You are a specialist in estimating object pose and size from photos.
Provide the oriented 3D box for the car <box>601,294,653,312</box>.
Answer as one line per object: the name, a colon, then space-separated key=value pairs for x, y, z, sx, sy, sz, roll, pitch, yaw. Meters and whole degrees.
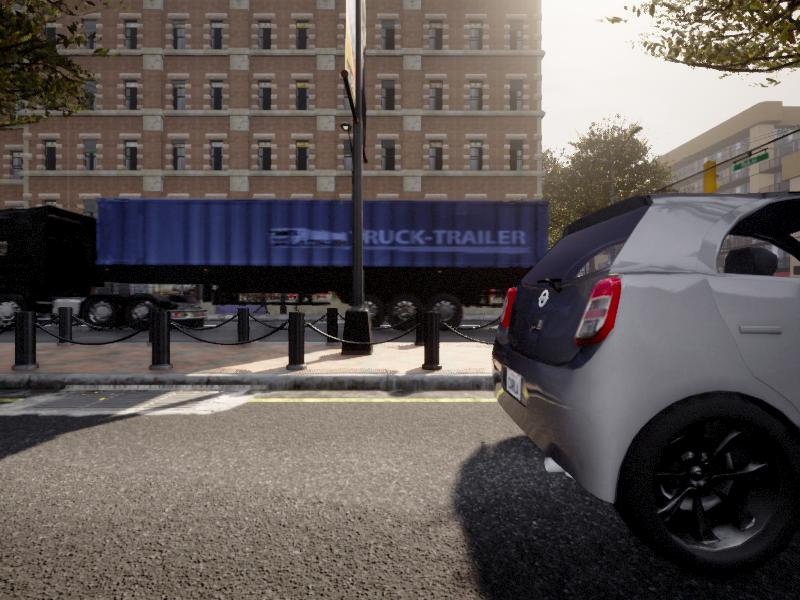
car: x=20.184 y=0.242 z=35.853 sx=1.837 sy=1.490 sz=4.892 roll=0 pitch=0 yaw=0

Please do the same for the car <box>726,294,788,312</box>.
car: x=30.690 y=0.249 z=34.548 sx=1.970 sy=1.475 sz=3.806 roll=0 pitch=0 yaw=0

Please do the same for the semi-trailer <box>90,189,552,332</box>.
semi-trailer: x=-2.427 y=-1.219 z=13.701 sx=14.254 sy=4.402 sz=2.717 roll=0 pitch=0 yaw=0

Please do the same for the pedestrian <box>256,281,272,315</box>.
pedestrian: x=-7.488 y=-0.114 z=22.019 sx=0.751 sy=1.860 sz=0.751 roll=0 pitch=0 yaw=-24

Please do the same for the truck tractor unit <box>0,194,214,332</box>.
truck tractor unit: x=-10.346 y=-1.121 z=13.718 sx=6.516 sy=4.208 sz=3.053 roll=0 pitch=-1 yaw=0

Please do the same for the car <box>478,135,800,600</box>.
car: x=2.425 y=0.226 z=2.192 sx=3.633 sy=1.501 sz=1.845 roll=0 pitch=0 yaw=0

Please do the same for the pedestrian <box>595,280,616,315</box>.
pedestrian: x=11.100 y=-0.116 z=21.610 sx=0.751 sy=1.860 sz=0.751 roll=0 pitch=0 yaw=0

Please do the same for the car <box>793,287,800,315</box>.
car: x=27.248 y=0.048 z=24.418 sx=1.932 sy=1.855 sz=4.605 roll=0 pitch=0 yaw=0

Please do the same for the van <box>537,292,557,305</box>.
van: x=30.422 y=-0.286 z=83.072 sx=1.988 sy=2.561 sz=5.915 roll=0 pitch=0 yaw=0

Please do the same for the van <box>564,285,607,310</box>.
van: x=20.136 y=-0.280 z=43.771 sx=1.988 sy=2.561 sz=5.915 roll=0 pitch=0 yaw=0

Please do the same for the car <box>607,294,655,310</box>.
car: x=23.652 y=0.198 z=41.198 sx=1.801 sy=1.575 sz=5.366 roll=0 pitch=0 yaw=0

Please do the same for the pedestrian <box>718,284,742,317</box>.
pedestrian: x=18.750 y=0.035 z=22.719 sx=0.751 sy=1.860 sz=0.751 roll=0 pitch=0 yaw=4

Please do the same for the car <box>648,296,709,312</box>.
car: x=23.693 y=0.341 z=34.300 sx=1.895 sy=1.301 sz=4.718 roll=0 pitch=0 yaw=0

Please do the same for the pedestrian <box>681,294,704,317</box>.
pedestrian: x=16.711 y=0.315 z=22.852 sx=0.751 sy=1.300 sz=0.751 roll=0 pitch=0 yaw=3
